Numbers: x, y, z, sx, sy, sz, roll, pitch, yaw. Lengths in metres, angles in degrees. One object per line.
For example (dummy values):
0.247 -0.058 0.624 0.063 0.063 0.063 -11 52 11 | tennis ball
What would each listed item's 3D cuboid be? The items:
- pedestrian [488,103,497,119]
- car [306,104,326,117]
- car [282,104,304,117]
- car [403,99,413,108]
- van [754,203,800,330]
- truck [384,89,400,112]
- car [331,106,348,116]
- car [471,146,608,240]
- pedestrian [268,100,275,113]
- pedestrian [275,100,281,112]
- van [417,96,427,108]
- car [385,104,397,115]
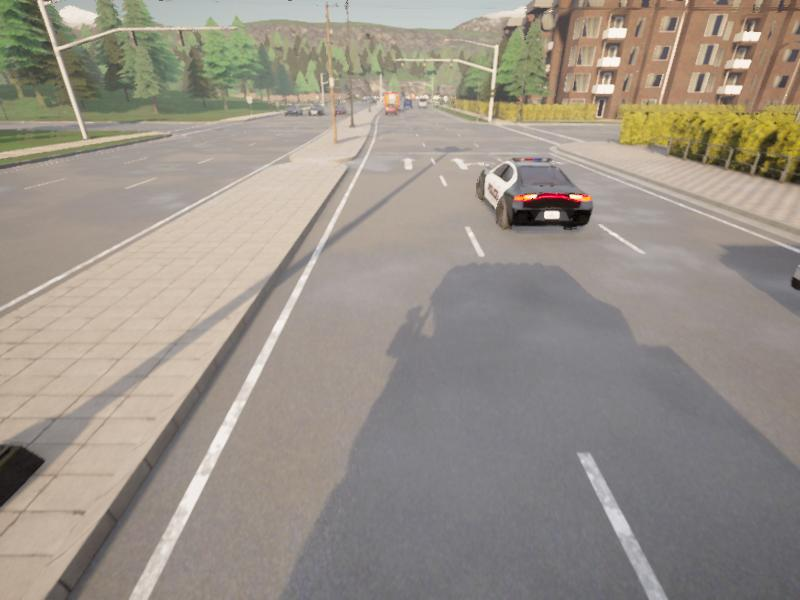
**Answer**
12.268 -25.126 53.132 0.751 1.860 0.751 0 27 -1 | pedestrian
-12.982 -29.545 62.188 2.033 1.649 4.856 0 27 -1 | car
-16.450 -29.256 61.708 2.038 1.542 4.974 0 27 -1 | car
1.924 -48.561 98.811 2.150 2.045 5.566 0 27 0 | car
6.995 0.424 3.181 2.351 2.431 6.366 0 27 0 | van
-1.520 -39.804 79.818 2.891 3.827 8.468 0 27 0 | truck
-9.458 -29.692 62.782 1.994 1.385 4.181 0 27 -1 | car
3.467 -3.223 11.220 2.038 1.542 4.974 0 27 0 | car
-21.747 -32.704 67.603 0.751 1.860 0.751 0 27 0 | pedestrian
-21.714 -34.560 71.213 0.751 1.860 0.751 0 27 0 | pedestrian
5.433 -48.547 98.257 1.988 2.561 5.915 0 26 0 | van
-1.441 -31.786 66.647 1.851 1.617 3.988 1 27 2 | car
